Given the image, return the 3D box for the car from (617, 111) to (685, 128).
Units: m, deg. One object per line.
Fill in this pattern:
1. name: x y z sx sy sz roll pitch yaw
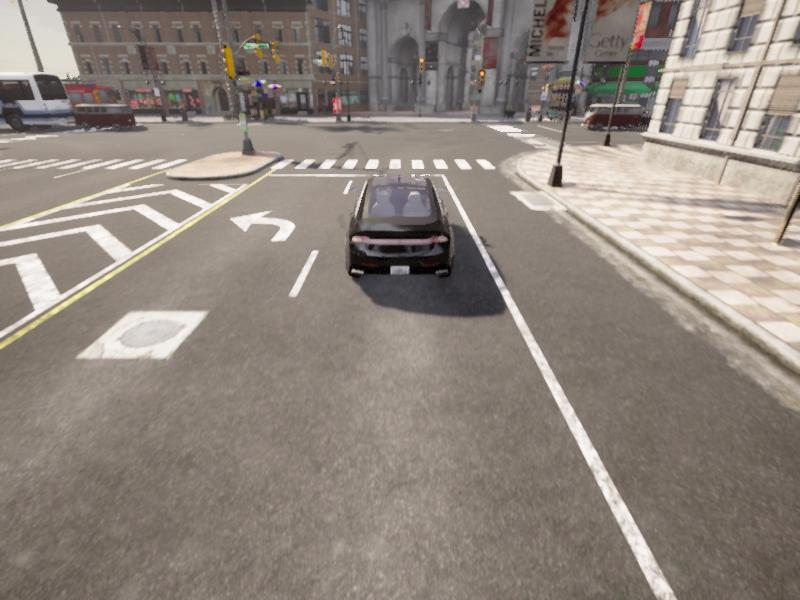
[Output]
1. car: 22.727 -16.437 36.374 4.718 1.301 1.895 1 28 1

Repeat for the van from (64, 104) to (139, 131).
1. van: -24.732 -15.222 33.305 4.442 1.987 1.775 0 28 0

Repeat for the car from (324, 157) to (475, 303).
1. car: -0.014 -1.767 8.161 2.128 1.511 4.902 0 28 0

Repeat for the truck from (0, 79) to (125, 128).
1. truck: -30.475 -17.674 36.004 8.468 3.827 2.891 0 28 0

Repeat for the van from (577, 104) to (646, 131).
1. van: 17.426 -15.133 33.142 4.442 1.987 1.775 0 28 0

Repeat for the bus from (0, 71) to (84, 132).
1. bus: -33.087 -16.184 32.702 10.273 4.253 3.944 0 28 0
